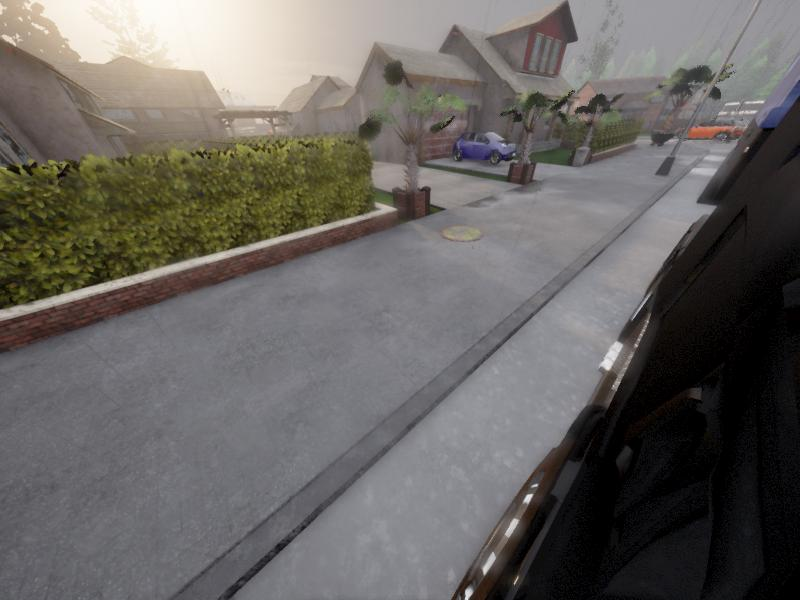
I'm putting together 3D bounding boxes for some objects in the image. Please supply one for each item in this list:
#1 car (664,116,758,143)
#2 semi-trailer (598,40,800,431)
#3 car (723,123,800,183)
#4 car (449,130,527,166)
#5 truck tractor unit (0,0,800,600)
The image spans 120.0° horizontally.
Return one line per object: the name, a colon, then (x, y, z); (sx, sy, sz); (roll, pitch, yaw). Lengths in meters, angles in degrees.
car: (28.927, -16.036, 21.772); (2.097, 1.767, 4.553); (-15, 39, -16)
semi-trailer: (8.693, -3.610, 4.231); (14.254, 4.402, 2.717); (-28, 44, -30)
car: (16.096, -6.405, 9.852); (5.238, 1.638, 1.930); (-28, 44, -30)
car: (4.977, -8.957, 13.509); (1.845, 1.501, 3.633); (-30, 45, -32)
truck tractor unit: (2.645, -0.295, 0.351); (6.516, 4.208, 3.053); (-28, 44, -30)
